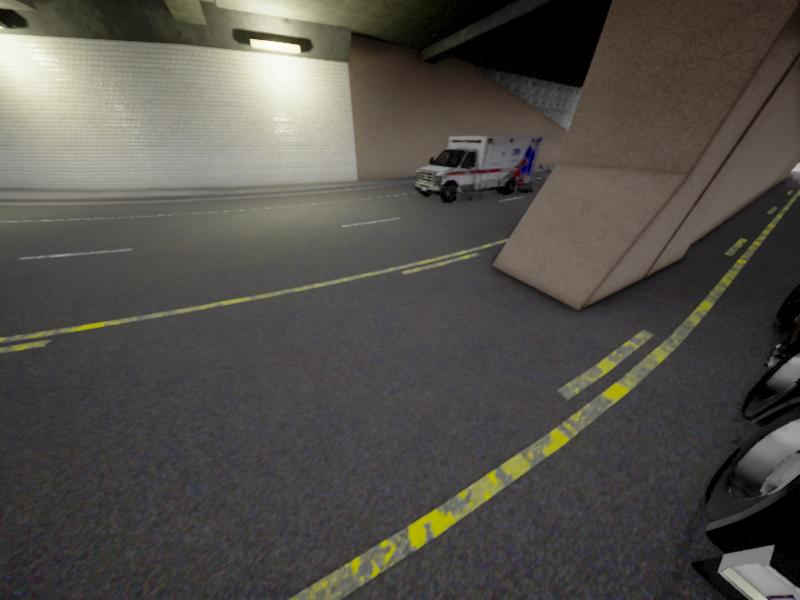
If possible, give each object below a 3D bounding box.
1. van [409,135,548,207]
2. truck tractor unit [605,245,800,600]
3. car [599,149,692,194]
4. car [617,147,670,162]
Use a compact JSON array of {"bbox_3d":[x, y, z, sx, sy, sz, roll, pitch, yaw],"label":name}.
[{"bbox_3d":[3.743,-6.396,11.110,6.366,2.431,2.351,-20,39,-26],"label":"van"},{"bbox_3d":[5.075,-0.335,0.825,6.516,4.208,3.053,-20,39,-26],"label":"truck tractor unit"},{"bbox_3d":[14.046,-7.490,13.250,4.605,1.855,1.932,-20,40,-26],"label":"car"},{"bbox_3d":[33.582,-20.197,32.023,2.007,1.525,4.514,-8,35,-12],"label":"car"}]
